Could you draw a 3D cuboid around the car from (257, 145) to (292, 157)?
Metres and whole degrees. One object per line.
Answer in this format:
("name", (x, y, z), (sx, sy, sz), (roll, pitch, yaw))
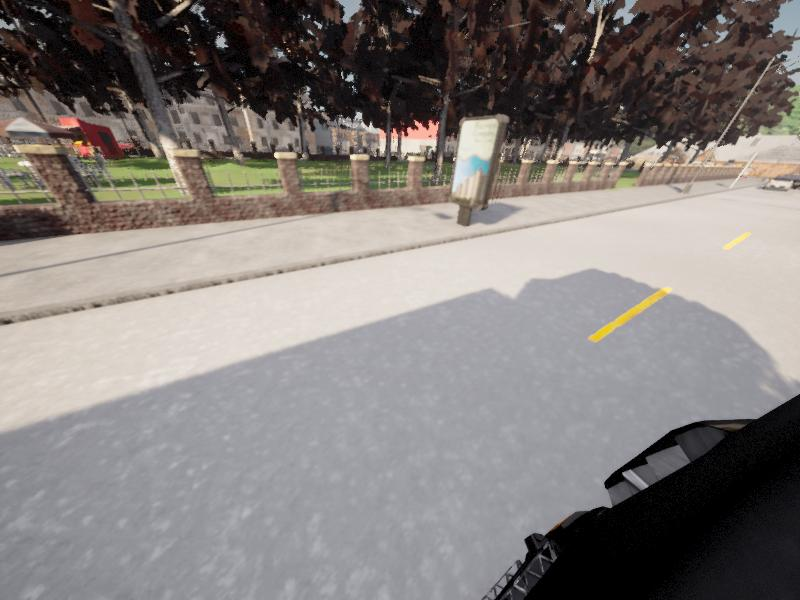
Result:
("car", (-21.650, -25.769, 39.958), (4.902, 1.511, 2.128), (-16, 38, -26))

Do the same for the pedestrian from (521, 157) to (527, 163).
("pedestrian", (31.775, -35.809, 59.077), (0.751, 1.300, 0.751), (-16, 38, -26))

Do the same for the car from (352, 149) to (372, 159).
("car", (-7.732, -29.866, 47.173), (3.633, 1.501, 1.845), (-16, 38, -26))

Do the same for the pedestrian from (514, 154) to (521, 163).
("pedestrian", (29.334, -35.344, 57.685), (0.751, 1.860, 0.751), (-17, 38, -27))

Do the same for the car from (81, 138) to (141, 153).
("car", (-38.638, -20.778, 31.132), (4.514, 1.525, 2.007), (-16, 38, -26))

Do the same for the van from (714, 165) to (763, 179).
("van", (61.445, -23.317, 42.000), (1.775, 1.987, 4.442), (-16, 38, -26))

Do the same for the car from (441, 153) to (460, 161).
("car", (11.595, -32.976, 53.298), (3.705, 1.549, 1.789), (-17, 38, -26))

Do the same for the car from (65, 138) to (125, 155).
("car", (-36.892, -18.673, 28.124), (3.806, 1.475, 1.970), (-17, 38, -27))

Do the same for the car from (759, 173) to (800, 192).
("car", (40.299, -12.444, 24.396), (3.633, 1.501, 1.845), (-17, 38, -28))

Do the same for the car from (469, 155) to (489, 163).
("car", (19.721, -35.159, 57.643), (4.892, 1.490, 1.837), (-16, 38, -26))

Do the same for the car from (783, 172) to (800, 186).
("car", (56.035, -16.890, 32.244), (5.366, 1.575, 1.801), (-16, 38, -26))

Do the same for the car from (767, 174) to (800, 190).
("car", (46.122, -14.022, 27.338), (5.357, 1.411, 2.033), (-17, 38, -27))

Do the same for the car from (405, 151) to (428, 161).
("car", (3.521, -30.601, 49.125), (4.514, 1.525, 2.007), (-16, 38, -26))

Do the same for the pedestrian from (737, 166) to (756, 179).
("pedestrian", (56.273, -20.686, 37.518), (0.751, 1.860, 0.751), (-16, 38, -26))

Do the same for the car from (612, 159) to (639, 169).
("car", (55.243, -33.306, 56.699), (1.905, 1.878, 3.866), (-16, 38, -26))

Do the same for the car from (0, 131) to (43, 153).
("car", (-43.299, -17.061, 24.845), (4.605, 1.855, 1.932), (-16, 38, -26))

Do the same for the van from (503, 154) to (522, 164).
("van", (30.778, -38.619, 63.216), (4.480, 2.038, 2.069), (-16, 38, -26))
